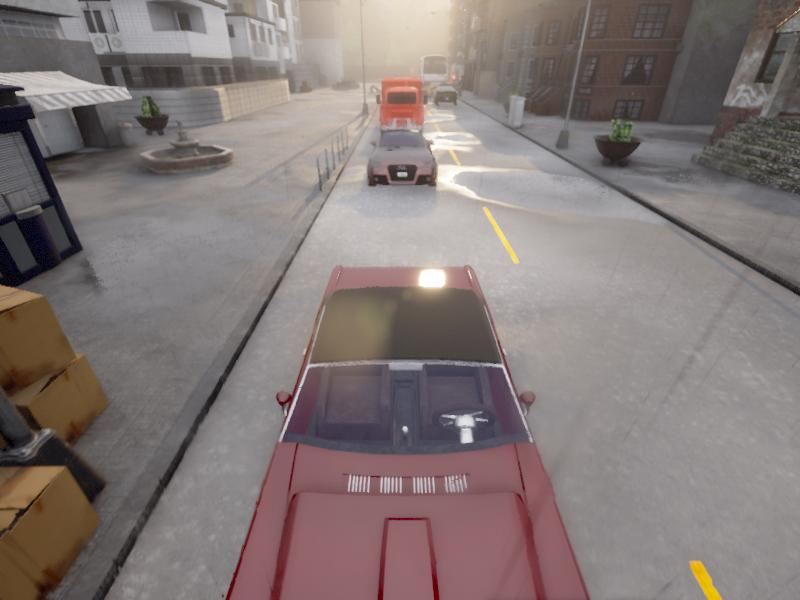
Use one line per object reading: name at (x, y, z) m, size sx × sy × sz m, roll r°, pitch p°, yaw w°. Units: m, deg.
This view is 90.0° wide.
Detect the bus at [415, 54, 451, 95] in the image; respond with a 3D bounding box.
bus at (4.052, -29.563, 52.425) m, size 3.944 × 4.253 × 10.273 m, roll 0°, pitch 30°, yaw 0°

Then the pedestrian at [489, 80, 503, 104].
pedestrian at (8.666, -18.856, 36.206) m, size 0.751 × 1.860 × 0.751 m, roll -9°, pitch 31°, yaw -14°

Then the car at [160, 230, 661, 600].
car at (0.040, 0.881, 3.236) m, size 1.895 × 1.301 × 4.718 m, roll 0°, pitch 30°, yaw 0°

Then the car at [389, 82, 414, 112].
car at (0.116, -16.382, 32.195) m, size 1.905 × 1.878 × 3.866 m, roll 0°, pitch 30°, yaw 0°

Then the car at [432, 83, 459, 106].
car at (4.129, -19.119, 37.128) m, size 1.930 × 1.638 × 5.238 m, roll 0°, pitch 30°, yaw 0°

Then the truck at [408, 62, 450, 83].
truck at (6.045, -47.636, 83.787) m, size 8.468 × 3.827 × 2.891 m, roll 0°, pitch 30°, yaw 0°

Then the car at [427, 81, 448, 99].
car at (4.150, -23.716, 45.103) m, size 1.882 × 1.535 × 5.008 m, roll 0°, pitch 30°, yaw 0°

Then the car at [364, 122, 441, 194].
car at (0.061, -4.563, 12.474) m, size 1.994 × 1.385 × 4.181 m, roll 0°, pitch 30°, yaw 0°

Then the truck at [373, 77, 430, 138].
truck at (0.088, -10.412, 21.370) m, size 2.627 × 2.467 × 5.204 m, roll 0°, pitch 31°, yaw 0°
